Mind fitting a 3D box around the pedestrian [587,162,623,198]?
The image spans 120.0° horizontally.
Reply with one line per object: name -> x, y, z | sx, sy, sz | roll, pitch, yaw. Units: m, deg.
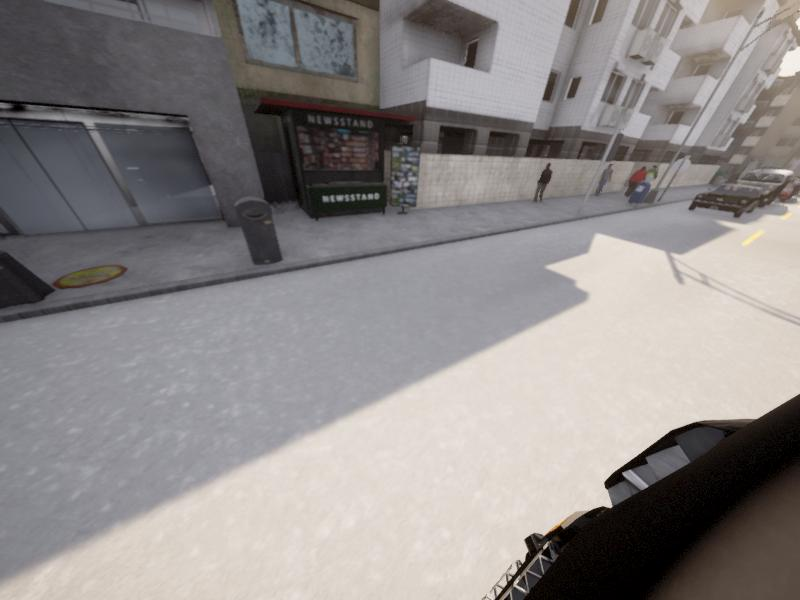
pedestrian -> 12.322, -7.235, 13.940 | 0.751, 1.860, 0.751 | -13, 37, -23

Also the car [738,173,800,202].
car -> 29.943, -9.041, 18.461 | 4.611, 1.667, 2.242 | -16, 38, -26

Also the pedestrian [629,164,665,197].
pedestrian -> 16.045, -7.776, 15.050 | 0.751, 1.860, 0.751 | -17, 38, -27

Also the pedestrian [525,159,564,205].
pedestrian -> 6.901, -5.631, 11.091 | 0.751, 1.860, 0.751 | -20, 40, -31

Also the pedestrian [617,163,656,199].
pedestrian -> 14.386, -7.230, 14.095 | 0.751, 1.860, 0.751 | -15, 37, -25

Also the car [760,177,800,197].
car -> 37.272, -10.987, 22.317 | 4.718, 1.301, 1.895 | -16, 38, -26

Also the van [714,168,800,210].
van -> 23.435, -7.358, 15.073 | 4.480, 2.038, 2.069 | -16, 38, -26

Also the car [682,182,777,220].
car -> 17.639, -5.413, 12.355 | 4.718, 1.301, 1.895 | -16, 38, -26
